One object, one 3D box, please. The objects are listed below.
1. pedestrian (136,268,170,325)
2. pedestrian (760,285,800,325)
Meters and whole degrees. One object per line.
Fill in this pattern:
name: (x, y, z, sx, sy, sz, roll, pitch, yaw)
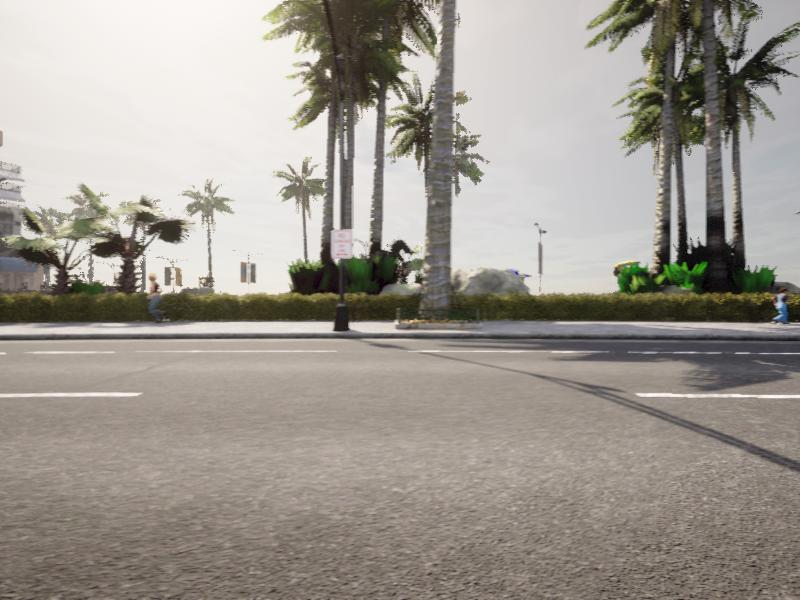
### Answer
pedestrian: (-8.325, -0.118, 13.502, 0.751, 1.860, 0.751, 0, 0, -9)
pedestrian: (12.636, 0.163, 13.271, 0.751, 1.300, 0.751, 0, 0, 9)
